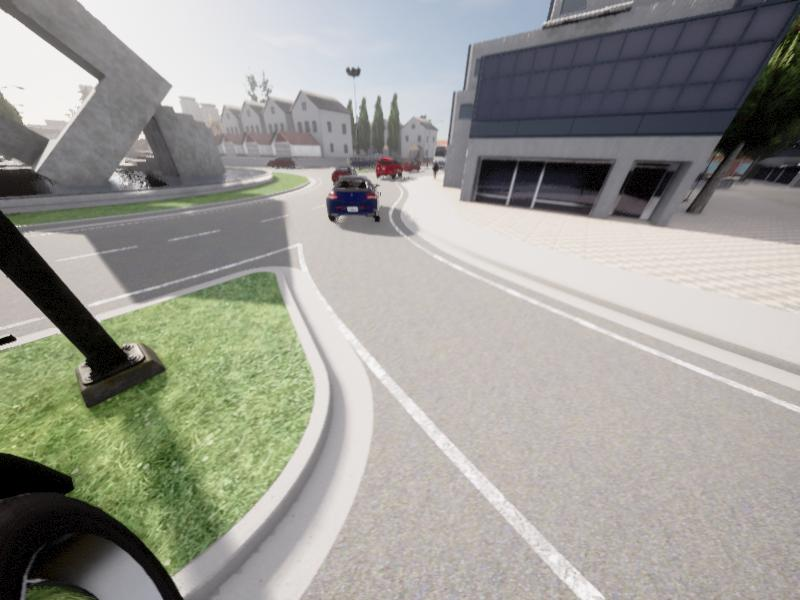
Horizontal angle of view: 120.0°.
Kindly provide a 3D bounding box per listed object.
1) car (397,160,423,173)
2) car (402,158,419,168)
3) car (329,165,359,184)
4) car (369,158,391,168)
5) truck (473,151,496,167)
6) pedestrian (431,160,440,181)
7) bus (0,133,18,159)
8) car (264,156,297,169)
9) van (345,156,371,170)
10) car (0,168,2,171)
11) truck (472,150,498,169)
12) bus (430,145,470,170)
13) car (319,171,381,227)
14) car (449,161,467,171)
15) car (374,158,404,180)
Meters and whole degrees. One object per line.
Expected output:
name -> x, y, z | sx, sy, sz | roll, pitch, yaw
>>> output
car -> 1.741, -22.885, 39.444 | 2.242, 1.667, 4.611 | 19, 36, 26
car -> 2.374, -31.125, 52.328 | 1.905, 1.878, 3.866 | 22, 38, 29
car -> -5.424, -12.504, 22.946 | 1.994, 1.385, 4.181 | 1, 32, -1
car -> -4.241, -29.501, 49.672 | 2.242, 1.667, 4.611 | 22, 38, 29
truck -> 24.369, -40.593, 66.508 | 2.891, 3.827, 8.468 | 22, 37, 29
pedestrian -> 3.703, -13.489, 24.129 | 0.751, 1.860, 0.751 | 9, 33, 11
bus -> -75.653, -28.544, 42.477 | 10.273, 4.253, 3.944 | 23, 38, 30
car -> -19.682, -22.759, 38.177 | 4.553, 1.767, 2.097 | -13, 35, -21
van -> -7.561, -24.944, 42.004 | 4.442, 1.987, 1.775 | -26, 42, -37
car -> -43.594, -13.323, 22.404 | 2.007, 1.525, 4.514 | 13, 34, 17
truck -> 21.138, -35.016, 57.521 | 2.891, 3.827, 8.468 | 22, 37, 29
bus -> 11.038, -31.170, 50.576 | 3.944, 4.253, 10.273 | 22, 38, 29
car -> -2.032, -4.923, 10.837 | 2.152, 1.651, 5.027 | -2, 32, -5
car -> 11.722, -27.199, 46.786 | 1.851, 1.617, 3.988 | 21, 37, 28
car -> -1.190, -15.909, 27.902 | 2.150, 2.045, 5.566 | 8, 33, 11
